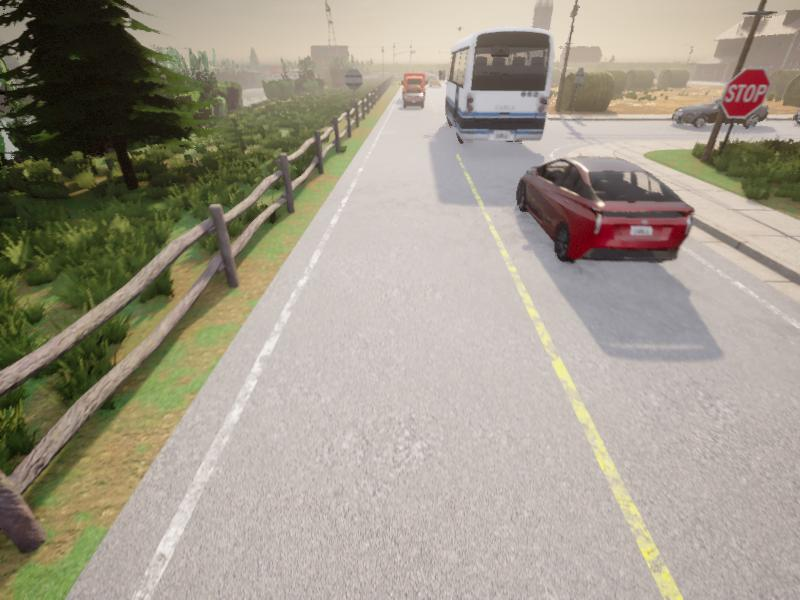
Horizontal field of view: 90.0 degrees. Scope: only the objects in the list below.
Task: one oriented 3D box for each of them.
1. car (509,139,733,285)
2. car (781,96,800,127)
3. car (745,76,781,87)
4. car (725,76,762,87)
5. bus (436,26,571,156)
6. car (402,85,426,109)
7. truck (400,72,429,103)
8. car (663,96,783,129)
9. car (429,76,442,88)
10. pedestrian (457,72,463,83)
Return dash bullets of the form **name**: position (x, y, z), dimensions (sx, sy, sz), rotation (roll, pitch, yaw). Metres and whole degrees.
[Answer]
- **car**: position (3.752, -2.053, 7.992), dimensions (2.007, 1.525, 4.514), rotation (1, 30, 1)
- **car**: position (25.849, -10.931, 23.268), dimensions (4.902, 1.511, 2.128), rotation (-1, 30, -1)
- **car**: position (64.057, -38.696, 70.722), dimensions (1.837, 1.490, 4.892), rotation (-1, 30, -2)
- **car**: position (60.556, -38.665, 70.695), dimensions (2.163, 1.488, 4.792), rotation (-1, 30, -2)
- **bus**: position (4.058, -10.189, 19.235), dimensions (3.944, 4.253, 10.273), rotation (1, 31, 2)
- **car**: position (1.180, -17.278, 33.953), dimensions (1.851, 1.617, 3.988), rotation (1, 30, 1)
- **truck**: position (1.423, -21.351, 40.052), dimensions (2.627, 2.467, 5.204), rotation (1, 31, 2)
- **car**: position (18.502, -10.869, 23.160), dimensions (4.902, 1.511, 2.128), rotation (-1, 30, -1)
- **car**: position (5.927, -36.880, 67.544), dimensions (1.801, 1.575, 5.366), rotation (1, 30, 2)
- **pedestrian**: position (11.898, -44.184, 79.373), dimensions (0.751, 1.860, 0.751), rotation (9, 32, 15)
